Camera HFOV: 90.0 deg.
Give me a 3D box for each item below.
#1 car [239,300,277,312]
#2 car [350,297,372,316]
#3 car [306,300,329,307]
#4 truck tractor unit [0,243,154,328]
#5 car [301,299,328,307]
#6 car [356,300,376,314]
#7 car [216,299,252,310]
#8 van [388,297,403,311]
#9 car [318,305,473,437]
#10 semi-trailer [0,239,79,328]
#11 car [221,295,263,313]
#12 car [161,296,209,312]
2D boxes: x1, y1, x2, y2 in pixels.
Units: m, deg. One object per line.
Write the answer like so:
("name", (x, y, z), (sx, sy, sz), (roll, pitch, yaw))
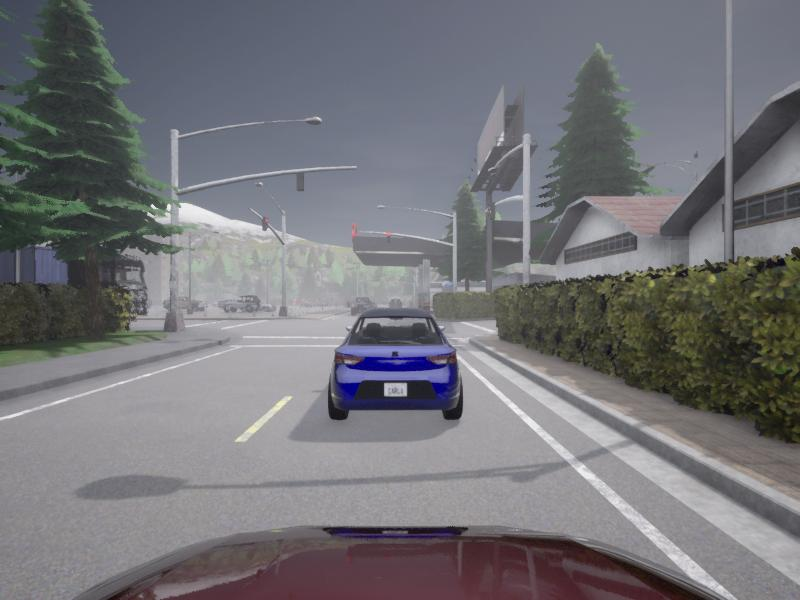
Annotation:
("car", (-16.706, 0.704, 47.253), (3.806, 1.475, 1.970), (0, 0, -1))
("car", (-3.957, 0.646, 41.350), (1.905, 1.878, 3.866), (0, 0, -1))
("car", (-17.444, 0.683, 84.640), (4.514, 1.523, 2.007), (0, 0, -1))
("truck tractor unit", (-17.318, -0.715, 21.260), (6.516, 4.208, 3.053), (0, 0, -1))
("car", (-17.339, 0.674, 81.505), (5.027, 1.636, 2.152), (0, 0, -1))
("car", (-4.027, 0.778, 47.802), (2.033, 1.649, 4.856), (0, 0, -1))
("car", (-24.683, 0.641, 59.538), (4.514, 1.523, 2.007), (0, 0, -1))
("van", (-0.637, 0.570, 57.704), (2.069, 2.038, 4.480), (0, 0, -1))
("car", (-0.077, 0.854, 6.770), (1.816, 1.474, 4.193), (0, 0, -1))
("semi-trailer", (-25.228, -0.809, 21.012), (14.254, 4.402, 2.717), (0, 0, -2))
("car", (-17.261, 0.420, 43.919), (3.866, 1.878, 1.905), (0, 0, -1))
("car", (-25.183, 0.441, 47.071), (4.605, 1.855, 1.932), (0, 0, -1))
